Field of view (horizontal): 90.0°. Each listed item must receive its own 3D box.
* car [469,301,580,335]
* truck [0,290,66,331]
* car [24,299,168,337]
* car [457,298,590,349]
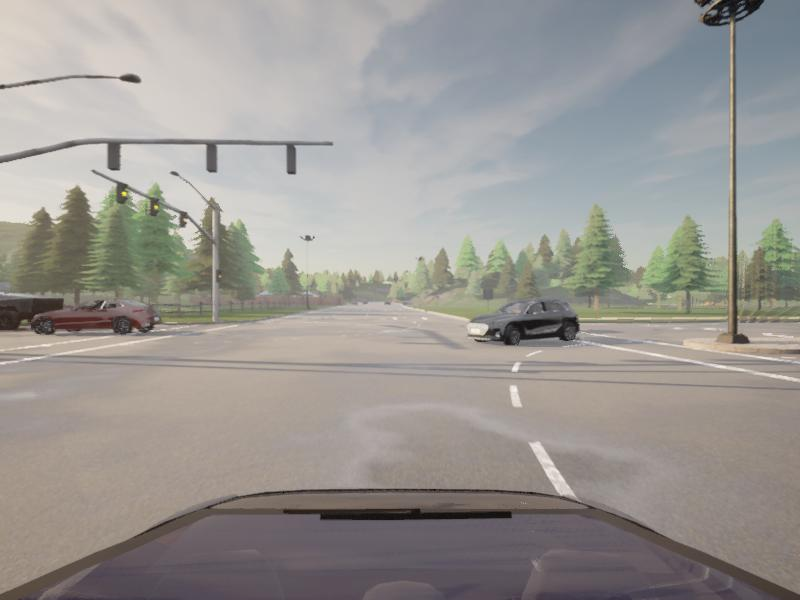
[{"bbox_3d":[6.204,0.835,20.122,4.974,1.542,2.038,0,1,-12],"label":"car"},{"bbox_3d":[-22.361,0.540,21.675,6.274,2.098,2.390,0,0,-5],"label":"truck"},{"bbox_3d":[-14.075,0.782,18.842,5.027,1.651,2.152,0,0,-5],"label":"car"},{"bbox_3d":[4.773,0.782,15.305,4.856,1.649,2.033,-1,0,-30],"label":"car"}]
